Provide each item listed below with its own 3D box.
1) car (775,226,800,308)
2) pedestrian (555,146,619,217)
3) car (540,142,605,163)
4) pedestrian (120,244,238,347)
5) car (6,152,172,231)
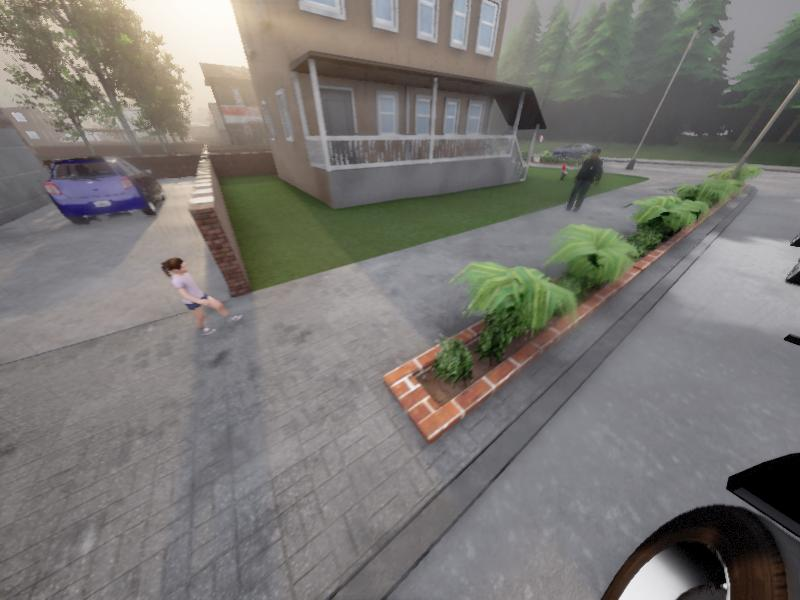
[{"bbox_3d":[8.924,-1.074,3.916,5.238,1.638,1.930,-22,41,-27],"label":"car"},{"bbox_3d":[5.819,-3.732,7.299,0.751,1.860,0.751,-22,41,-27],"label":"pedestrian"},{"bbox_3d":[18.785,-16.311,25.428,2.152,1.651,5.027,-22,41,-27],"label":"car"},{"bbox_3d":[-2.542,-0.041,2.811,0.500,1.100,0.500,-10,36,-13],"label":"pedestrian"},{"bbox_3d":[-8.720,-3.516,7.041,1.845,1.501,3.633,-22,41,-27],"label":"car"}]
